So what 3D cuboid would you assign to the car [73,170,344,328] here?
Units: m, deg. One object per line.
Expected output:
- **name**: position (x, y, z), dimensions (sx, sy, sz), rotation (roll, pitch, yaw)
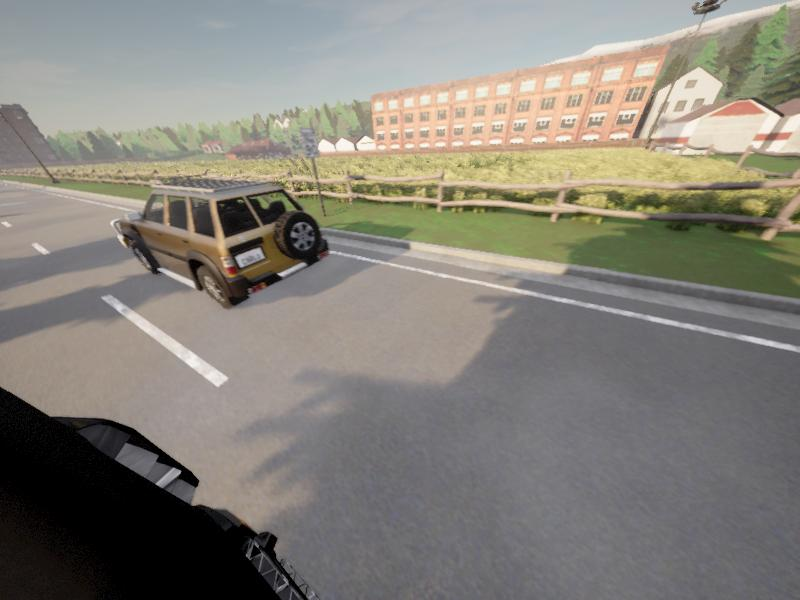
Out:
- **car**: position (-3.678, -1.405, 4.597), dimensions (4.605, 1.855, 1.932), rotation (16, 38, 25)
